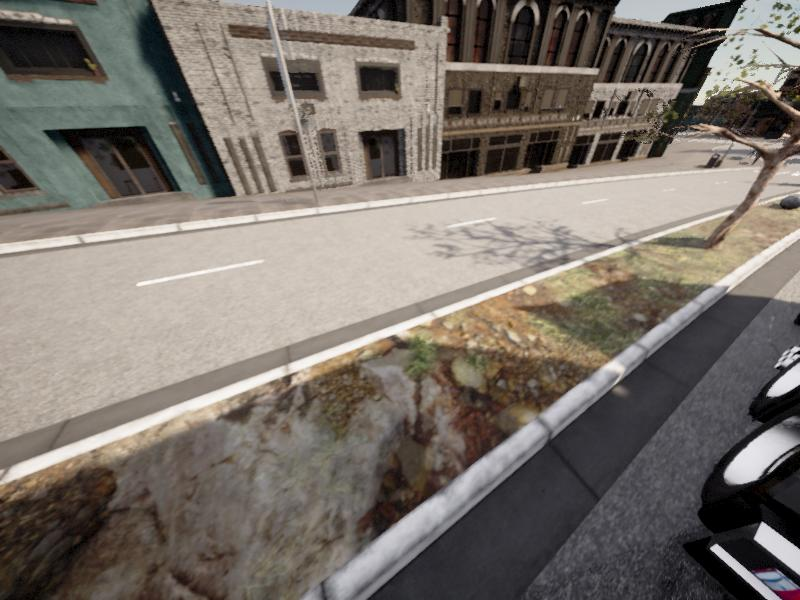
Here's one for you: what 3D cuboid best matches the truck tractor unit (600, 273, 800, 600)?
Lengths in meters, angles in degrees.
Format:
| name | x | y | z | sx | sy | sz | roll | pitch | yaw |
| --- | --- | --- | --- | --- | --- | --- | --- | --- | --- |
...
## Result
| name | x | y | z | sx | sy | sz | roll | pitch | yaw |
| --- | --- | --- | --- | --- | --- | --- | --- | --- | --- |
| truck tractor unit | 5.137 | -0.270 | 0.767 | 6.516 | 4.208 | 3.053 | -17 | 39 | -24 |
